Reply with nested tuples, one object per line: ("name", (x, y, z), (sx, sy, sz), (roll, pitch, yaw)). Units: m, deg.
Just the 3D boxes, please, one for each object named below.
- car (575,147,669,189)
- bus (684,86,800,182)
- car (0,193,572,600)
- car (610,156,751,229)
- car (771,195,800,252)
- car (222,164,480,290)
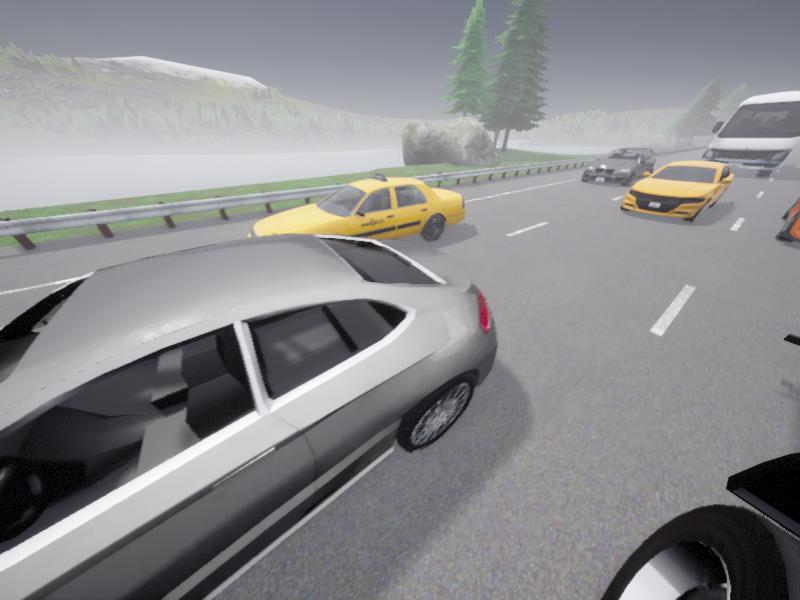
("car", (12.526, -7.594, 13.068), (4.611, 1.667, 2.242), (-22, 41, -28))
("bus", (24.756, -11.092, 15.662), (10.273, 4.253, 3.944), (-22, 41, -28))
("car", (-1.487, 0.625, 1.623), (5.027, 1.651, 2.152), (-22, 41, -28))
("car", (9.887, -3.992, 8.115), (5.008, 1.535, 1.882), (-22, 41, -28))
("car", (11.505, -2.292, 5.472), (4.553, 1.767, 2.097), (-22, 41, -28))
("car", (-0.714, -2.140, 5.564), (5.366, 1.575, 1.801), (-22, 41, -28))
